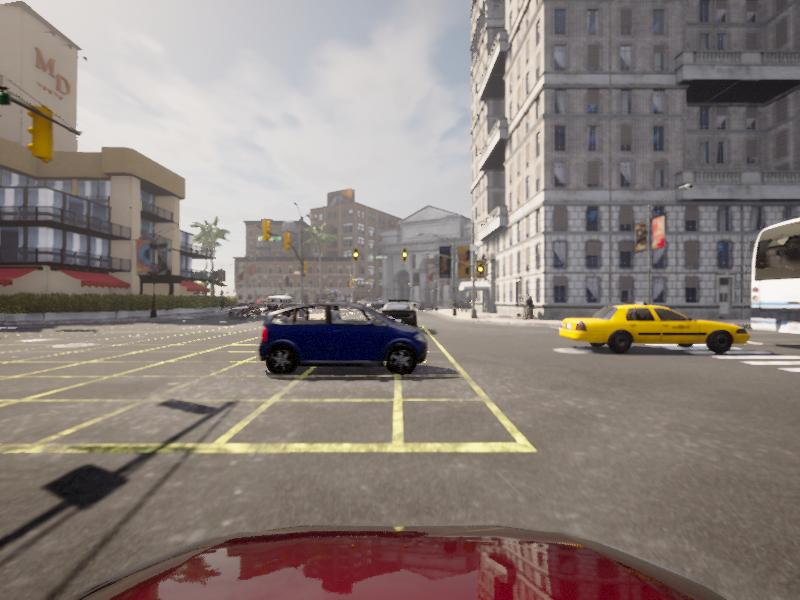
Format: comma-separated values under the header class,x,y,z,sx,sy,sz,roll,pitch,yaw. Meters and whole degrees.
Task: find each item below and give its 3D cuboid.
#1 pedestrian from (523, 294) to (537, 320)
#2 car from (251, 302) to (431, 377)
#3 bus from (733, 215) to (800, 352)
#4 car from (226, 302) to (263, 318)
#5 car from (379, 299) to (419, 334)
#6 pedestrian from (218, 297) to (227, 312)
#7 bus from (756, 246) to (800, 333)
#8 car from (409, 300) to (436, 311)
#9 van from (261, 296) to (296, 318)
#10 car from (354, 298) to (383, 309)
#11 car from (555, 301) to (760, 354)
class,x,y,z,sx,sy,sz,roll,pitch,yaw
pedestrian,9.434,0.523,29.037,0.751,1.860,0.751,0,0,-7
car,-1.221,0.825,9.163,3.705,1.549,1.789,0,0,0
bus,17.534,-0.517,12.948,10.273,4.253,3.944,0,0,-1
car,-15.118,0.920,39.206,1.812,1.442,4.674,0,0,0
car,-0.067,0.799,21.810,1.930,1.638,5.238,0,0,0
pedestrian,-21.908,0.549,49.344,0.751,1.860,0.751,0,0,8
bus,24.493,-0.508,19.759,10.273,4.253,3.944,0,0,0
car,3.793,0.867,66.893,2.152,1.651,5.027,0,0,38
van,-11.611,0.621,38.603,2.069,2.038,4.480,0,0,0
car,-6.082,0.673,77.822,5.566,2.045,2.150,0,0,0
car,8.028,0.818,12.867,5.366,1.575,1.801,0,0,3
